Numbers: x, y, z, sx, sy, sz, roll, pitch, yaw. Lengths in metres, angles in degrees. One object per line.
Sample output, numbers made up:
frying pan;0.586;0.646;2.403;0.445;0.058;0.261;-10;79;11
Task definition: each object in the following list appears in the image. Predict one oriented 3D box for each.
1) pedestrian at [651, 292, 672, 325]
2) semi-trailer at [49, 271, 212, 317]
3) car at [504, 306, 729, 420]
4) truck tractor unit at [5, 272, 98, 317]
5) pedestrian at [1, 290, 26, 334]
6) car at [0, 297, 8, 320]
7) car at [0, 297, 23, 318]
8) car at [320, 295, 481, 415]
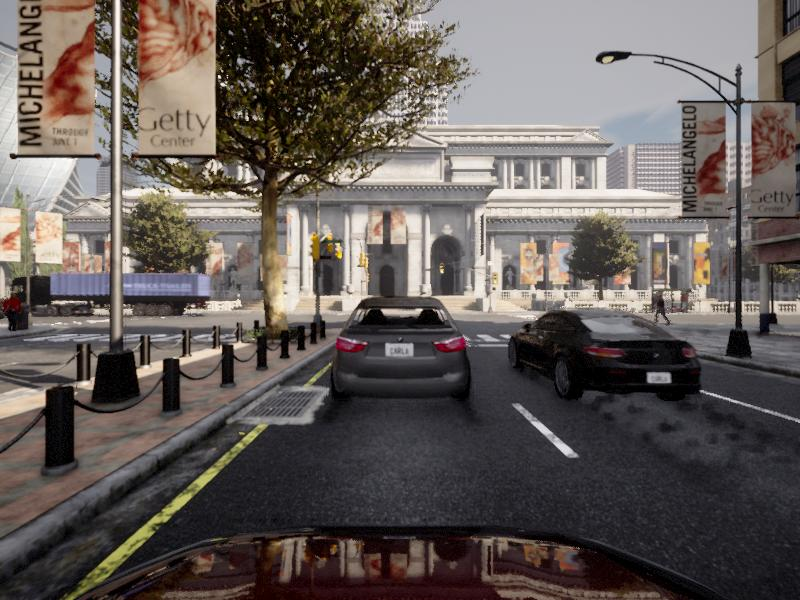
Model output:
pedestrian;15.070;0.502;23.106;0.751;1.860;0.751;0;0;4
semi-trailer;-26.267;-0.589;39.355;14.254;4.402;2.717;0;0;0
car;3.490;0.875;7.662;1.812;1.442;4.674;0;0;0
truck tractor unit;-34.181;-0.491;39.395;6.516;4.208;3.053;0;0;0
pedestrian;-16.960;0.498;17.556;0.751;1.860;0.751;0;0;42
car;-34.590;0.669;32.382;3.866;1.878;1.905;0;0;-1
car;-37.036;0.679;35.909;4.605;1.855;1.932;0;0;0
car;0.018;0.763;7.872;2.242;1.667;4.611;0;0;0
